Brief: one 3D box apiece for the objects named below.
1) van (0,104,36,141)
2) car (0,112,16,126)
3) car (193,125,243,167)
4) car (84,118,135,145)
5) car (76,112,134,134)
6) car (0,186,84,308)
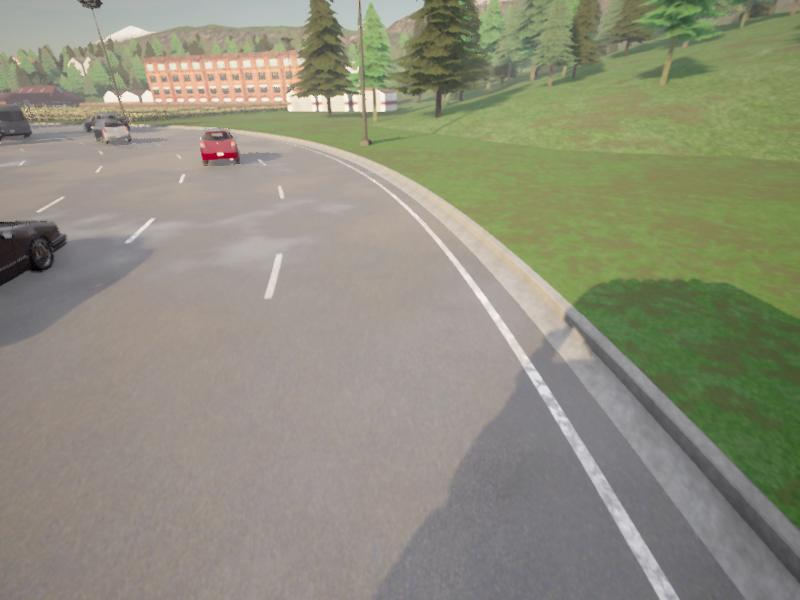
[{"bbox_3d":[-32.891,-14.558,32.660,5.915,2.561,1.988,13,29,25],"label":"van"},{"bbox_3d":[-49.591,-22.026,48.585,4.892,1.490,1.837,9,29,17],"label":"car"},{"bbox_3d":[-9.107,-7.861,20.239,1.845,1.501,3.633,-10,29,-18],"label":"car"},{"bbox_3d":[-20.994,-12.202,28.904,3.633,1.501,1.845,23,35,37],"label":"car"},{"bbox_3d":[-27.347,-16.470,37.127,4.611,1.667,2.242,15,31,27],"label":"car"},{"bbox_3d":[-7.497,-0.387,5.975,2.033,1.411,5.357,-5,28,-9],"label":"car"}]
